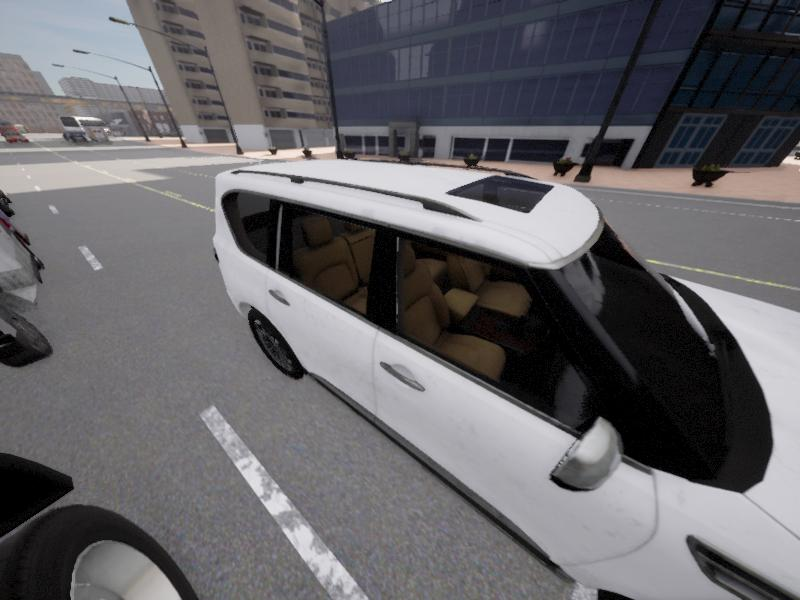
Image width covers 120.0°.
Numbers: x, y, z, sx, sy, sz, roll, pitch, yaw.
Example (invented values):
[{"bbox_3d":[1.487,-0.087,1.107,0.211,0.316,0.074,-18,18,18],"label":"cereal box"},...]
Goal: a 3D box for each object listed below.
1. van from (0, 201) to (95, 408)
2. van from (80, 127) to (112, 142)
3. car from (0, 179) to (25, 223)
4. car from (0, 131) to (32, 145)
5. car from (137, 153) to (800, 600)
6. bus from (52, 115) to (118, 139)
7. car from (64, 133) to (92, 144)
[{"bbox_3d":[-6.939,-0.699,2.779,6.366,2.431,2.351,22,40,28],"label":"van"},{"bbox_3d":[-64.433,-35.138,48.928,6.366,2.431,2.351,24,41,27],"label":"van"},{"bbox_3d":[-15.076,-3.619,7.683,4.902,1.511,2.128,22,41,28],"label":"car"},{"bbox_3d":[-66.227,-27.953,39.825,4.611,1.667,2.242,24,42,27],"label":"car"},{"bbox_3d":[0.519,0.042,2.076,5.566,2.045,2.150,22,41,28],"label":"car"},{"bbox_3d":[-76.591,-42.256,56.714,3.944,4.253,10.273,-10,37,-15],"label":"bus"},{"bbox_3d":[-61.896,-31.080,44.364,4.902,1.511,2.128,24,42,27],"label":"car"}]
